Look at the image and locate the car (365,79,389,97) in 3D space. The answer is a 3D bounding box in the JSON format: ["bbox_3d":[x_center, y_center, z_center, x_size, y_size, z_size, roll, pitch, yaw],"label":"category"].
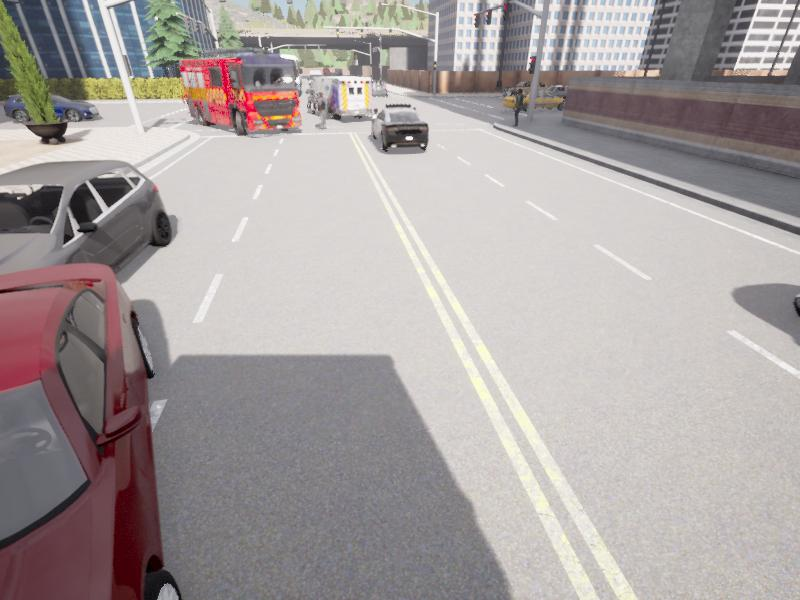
[{"bbox_3d":[-2.768,-25.059,47.270,2.242,1.667,4.611,-5,31,-9],"label":"car"}]

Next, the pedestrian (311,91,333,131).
[{"bbox_3d":[-4.176,-10.184,21.571,0.751,1.860,0.751,7,31,12],"label":"pedestrian"}]

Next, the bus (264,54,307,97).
[{"bbox_3d":[-13.969,-27.965,49.719,3.944,4.253,10.273,-5,31,-9],"label":"bus"}]

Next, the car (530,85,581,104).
[{"bbox_3d":[14.558,-19.340,37.624,3.806,1.475,1.970,-5,31,-8],"label":"car"}]

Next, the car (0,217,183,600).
[{"bbox_3d":[-2.886,1.017,2.752,1.882,1.535,5.008,-17,34,-27],"label":"car"}]

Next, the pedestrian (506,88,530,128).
[{"bbox_3d":[6.342,-10.362,21.544,0.751,1.860,0.751,22,37,32],"label":"pedestrian"}]

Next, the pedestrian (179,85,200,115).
[{"bbox_3d":[-15.077,-14.329,28.697,0.751,1.860,0.751,-6,31,-11],"label":"pedestrian"}]

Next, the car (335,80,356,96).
[{"bbox_3d":[-6.721,-26.089,49.202,2.128,1.511,4.902,-5,31,-9],"label":"car"}]

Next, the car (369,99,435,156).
[{"bbox_3d":[-0.101,-7.769,17.690,1.930,1.638,5.238,-5,31,-9],"label":"car"}]

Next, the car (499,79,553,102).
[{"bbox_3d":[12.641,-21.122,40.281,4.605,1.855,1.932,-4,31,-7],"label":"car"}]

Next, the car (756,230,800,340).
[{"bbox_3d":[6.472,0.605,3.347,2.033,1.649,4.856,-5,31,-9],"label":"car"}]

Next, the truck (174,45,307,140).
[{"bbox_3d":[-8.785,-11.328,21.641,2.891,3.827,8.468,-25,38,-36],"label":"truck"}]

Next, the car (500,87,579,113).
[{"bbox_3d":[10.670,-15.397,30.779,5.366,1.575,1.801,-7,31,-12],"label":"car"}]

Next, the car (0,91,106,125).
[{"bbox_3d":[-22.091,-12.212,25.371,4.856,1.649,2.033,-6,31,-9],"label":"car"}]

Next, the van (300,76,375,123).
[{"bbox_3d":[-4.350,-13.779,27.211,2.351,2.431,6.366,-18,35,-28],"label":"van"}]

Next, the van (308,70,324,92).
[{"bbox_3d":[-12.218,-31.885,58.124,1.988,2.561,5.915,-5,31,-9],"label":"van"}]

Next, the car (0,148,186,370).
[{"bbox_3d":[-5.422,-1.016,6.127,2.242,1.667,4.611,-5,30,-7],"label":"car"}]

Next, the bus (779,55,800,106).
[{"bbox_3d":[40.157,-19.285,34.708,10.273,4.253,3.944,-5,31,-9],"label":"bus"}]
